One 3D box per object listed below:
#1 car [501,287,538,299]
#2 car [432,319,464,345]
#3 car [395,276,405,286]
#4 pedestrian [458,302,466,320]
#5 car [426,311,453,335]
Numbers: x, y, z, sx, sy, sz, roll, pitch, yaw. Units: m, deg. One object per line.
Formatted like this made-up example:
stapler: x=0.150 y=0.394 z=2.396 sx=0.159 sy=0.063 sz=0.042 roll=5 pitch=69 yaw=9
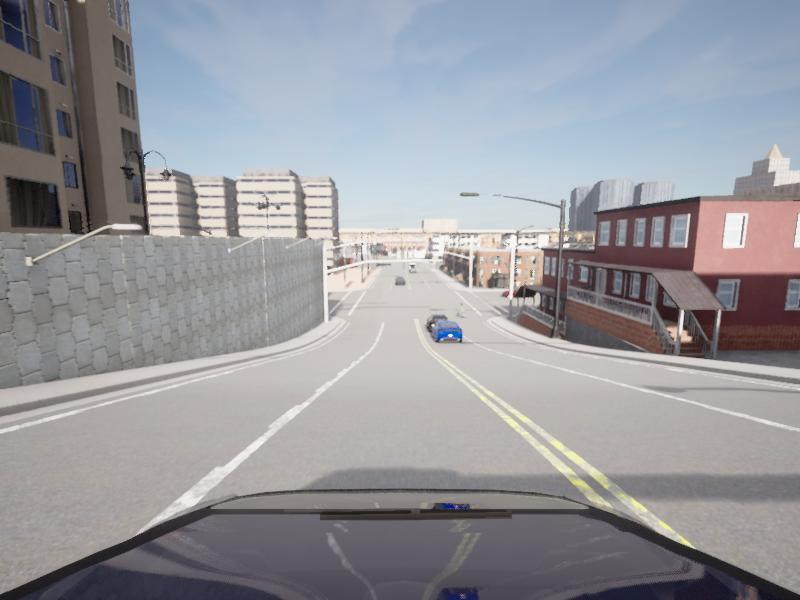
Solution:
car: x=18.302 y=-1.118 z=61.484 sx=5.008 sy=1.535 sz=1.882 roll=0 pitch=8 yaw=0
car: x=3.509 y=2.299 z=30.125 sx=1.882 sy=1.535 sz=5.008 roll=0 pitch=0 yaw=0
car: x=0.024 y=-3.833 z=79.716 sx=1.930 sy=1.638 sz=5.238 roll=0 pitch=8 yaw=0
pedestrian: x=6.845 y=1.192 z=44.190 sx=0.751 sy=1.860 sz=0.751 roll=1 pitch=8 yaw=6
car: x=3.511 y=2.025 z=36.659 sx=2.033 sy=1.649 sz=4.856 roll=0 pitch=4 yaw=0
